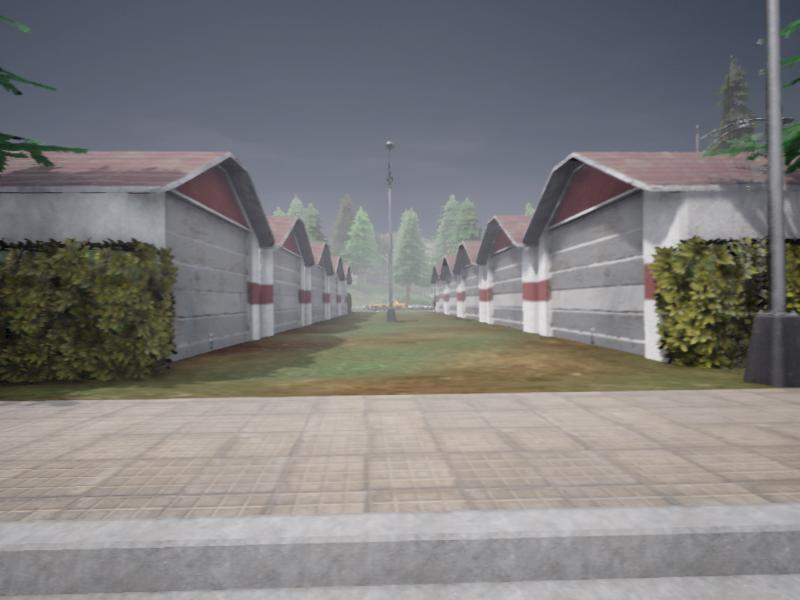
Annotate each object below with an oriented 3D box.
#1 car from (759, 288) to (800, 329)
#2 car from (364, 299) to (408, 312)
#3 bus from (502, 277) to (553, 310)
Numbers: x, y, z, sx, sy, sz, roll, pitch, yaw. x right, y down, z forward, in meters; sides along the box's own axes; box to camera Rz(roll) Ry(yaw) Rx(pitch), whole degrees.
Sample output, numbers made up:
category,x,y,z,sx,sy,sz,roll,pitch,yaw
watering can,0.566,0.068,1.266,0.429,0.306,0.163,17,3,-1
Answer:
category,x,y,z,sx,sy,sz,roll,pitch,yaw
car,15.937,0.318,14.324,2.007,1.525,4.514,-1,0,-1
car,-1.684,0.641,49.781,5.366,1.575,1.801,-1,0,-1
bus,18.332,-0.850,58.659,3.944,4.253,10.273,-1,0,-1
